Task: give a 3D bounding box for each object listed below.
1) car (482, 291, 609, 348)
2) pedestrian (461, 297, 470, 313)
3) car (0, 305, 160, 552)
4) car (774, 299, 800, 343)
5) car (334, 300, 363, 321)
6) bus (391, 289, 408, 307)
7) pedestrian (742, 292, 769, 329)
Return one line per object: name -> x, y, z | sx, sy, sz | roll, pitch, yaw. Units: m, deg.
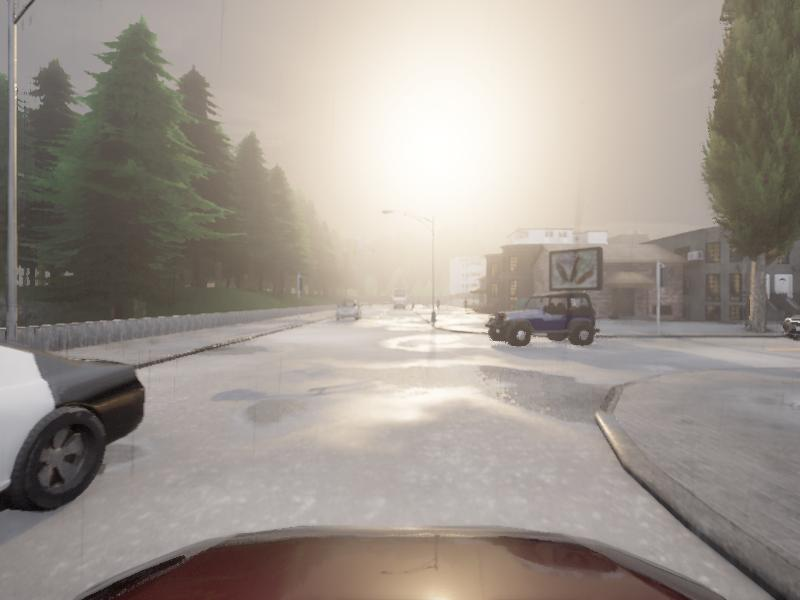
car -> 5.194, 0.650, 14.549 | 3.866, 1.878, 1.905 | 0, 0, -8
pedestrian -> 7.617, 0.559, 46.467 | 0.751, 1.860, 0.751 | 0, 0, -11
car -> -3.626, 0.827, 1.643 | 2.038, 1.542, 4.974 | 0, 0, 4
car -> 17.481, 0.788, 14.922 | 5.027, 1.651, 2.152 | 0, 0, 0
car -> -4.071, 0.803, 32.216 | 1.851, 1.617, 3.988 | 0, 0, -1
bus -> -0.186, -0.493, 96.982 | 3.944, 4.253, 10.273 | 0, 0, 0
pedestrian -> 18.321, 0.534, 20.632 | 0.751, 1.860, 0.751 | 0, 0, 8
